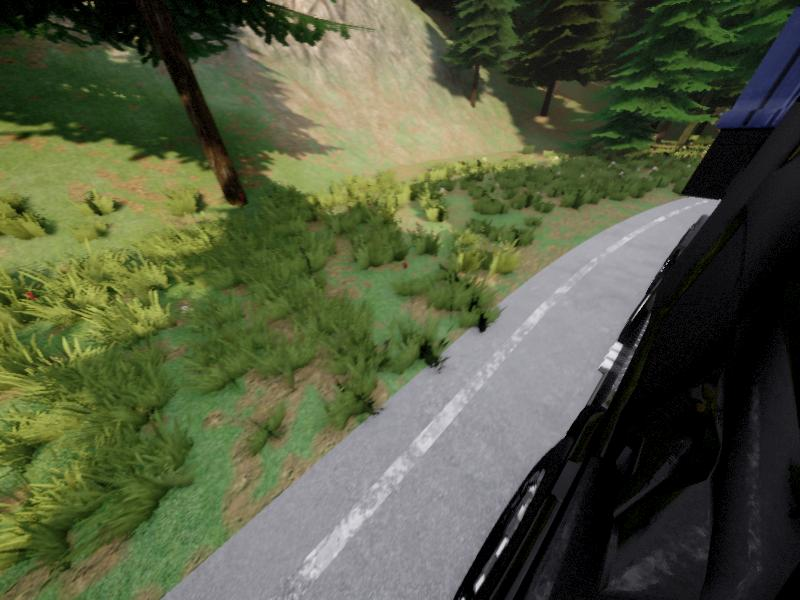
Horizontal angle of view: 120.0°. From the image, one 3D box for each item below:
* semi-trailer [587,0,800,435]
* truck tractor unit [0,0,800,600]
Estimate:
[{"bbox_3d":[9.494,-2.891,3.234,14.254,4.402,2.717,-18,39,-19],"label":"semi-trailer"},{"bbox_3d":[2.645,-0.295,0.351,6.516,4.208,3.053,-28,44,-30],"label":"truck tractor unit"}]
